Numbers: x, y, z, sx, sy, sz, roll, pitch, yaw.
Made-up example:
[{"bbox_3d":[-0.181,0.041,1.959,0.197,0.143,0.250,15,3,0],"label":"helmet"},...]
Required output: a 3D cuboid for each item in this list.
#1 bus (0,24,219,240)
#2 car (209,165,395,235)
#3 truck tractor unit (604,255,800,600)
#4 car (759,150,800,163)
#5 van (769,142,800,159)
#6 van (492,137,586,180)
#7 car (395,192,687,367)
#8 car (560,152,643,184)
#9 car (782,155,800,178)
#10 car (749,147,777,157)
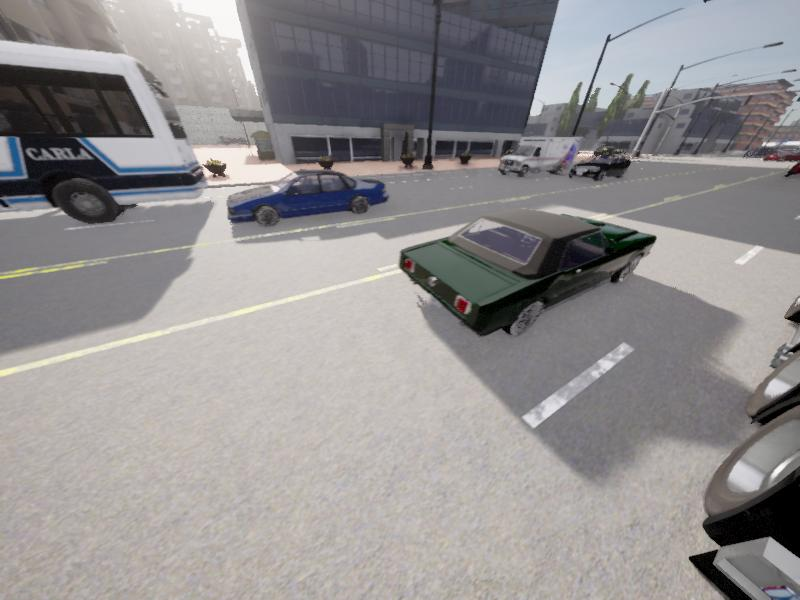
[{"bbox_3d":[-12.102,-4.260,6.277,10.273,4.253,3.944,-17,39,-24],"label":"bus"},{"bbox_3d":[-3.042,-3.733,8.122,5.357,1.411,2.033,-18,39,-24],"label":"car"},{"bbox_3d":[5.091,-0.321,0.801,6.516,4.208,3.053,-19,39,-25],"label":"truck tractor unit"},{"bbox_3d":[55.235,-20.455,32.847,4.181,1.385,1.994,6,35,7],"label":"car"},{"bbox_3d":[70.789,-27.293,42.104,5.915,2.561,1.988,-17,38,-24],"label":"van"},{"bbox_3d":[10.375,-10.713,17.308,6.366,2.431,2.351,-18,39,-24],"label":"van"},{"bbox_3d":[2.440,-0.843,4.095,4.718,1.301,1.895,-18,39,-24],"label":"car"},{"bbox_3d":[13.818,-9.137,15.867,4.902,1.511,2.128,-18,39,-24],"label":"car"},{"bbox_3d":[31.536,-10.164,17.479,4.193,1.474,1.816,-18,39,-24],"label":"car"},{"bbox_3d":[74.517,-30.364,47.401,5.238,1.638,1.930,-18,39,-24],"label":"car"}]
